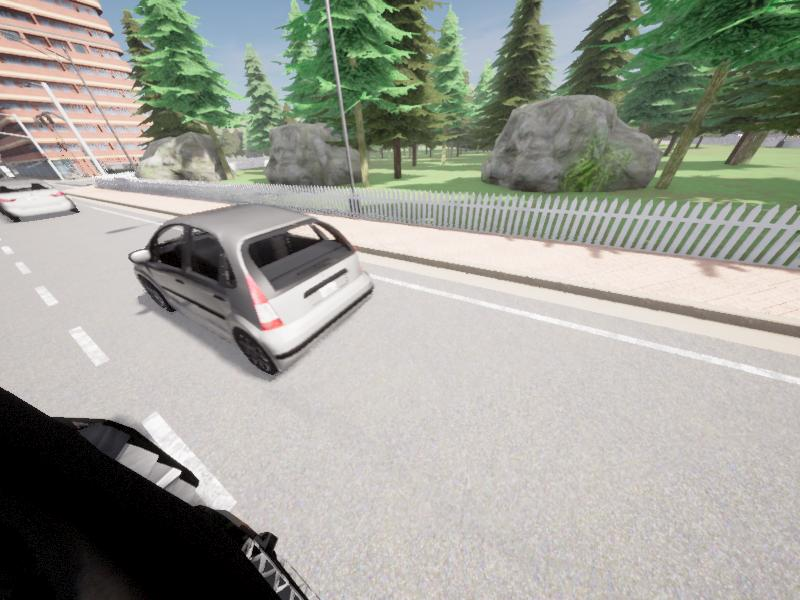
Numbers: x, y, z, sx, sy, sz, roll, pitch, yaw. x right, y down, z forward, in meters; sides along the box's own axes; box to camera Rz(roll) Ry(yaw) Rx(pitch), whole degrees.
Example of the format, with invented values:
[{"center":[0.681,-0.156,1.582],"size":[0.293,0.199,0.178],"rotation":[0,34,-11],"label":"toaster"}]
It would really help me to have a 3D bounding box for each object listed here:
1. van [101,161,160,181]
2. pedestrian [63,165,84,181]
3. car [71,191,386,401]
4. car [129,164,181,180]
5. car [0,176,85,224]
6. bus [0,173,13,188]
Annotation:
[{"center":[-35.704,-17.269,30.799],"size":[1.775,1.987,4.442],"rotation":[9,36,18],"label":"van"},{"center":[-45.873,-17.795,32.448],"size":[0.751,1.860,0.751],"rotation":[8,35,16],"label":"pedestrian"},{"center":[-2.448,-0.555,3.517],"size":[3.988,1.617,1.851],"rotation":[16,38,26],"label":"car"},{"center":[-32.132,-16.920,30.457],"size":[1.816,1.474,4.193],"rotation":[9,35,17],"label":"car"},{"center":[-19.141,-5.292,11.884],"size":[4.611,1.667,2.242],"rotation":[16,38,26],"label":"car"},{"center":[-53.242,-15.915,28.146],"size":[10.273,4.253,3.944],"rotation":[16,38,26],"label":"bus"}]
